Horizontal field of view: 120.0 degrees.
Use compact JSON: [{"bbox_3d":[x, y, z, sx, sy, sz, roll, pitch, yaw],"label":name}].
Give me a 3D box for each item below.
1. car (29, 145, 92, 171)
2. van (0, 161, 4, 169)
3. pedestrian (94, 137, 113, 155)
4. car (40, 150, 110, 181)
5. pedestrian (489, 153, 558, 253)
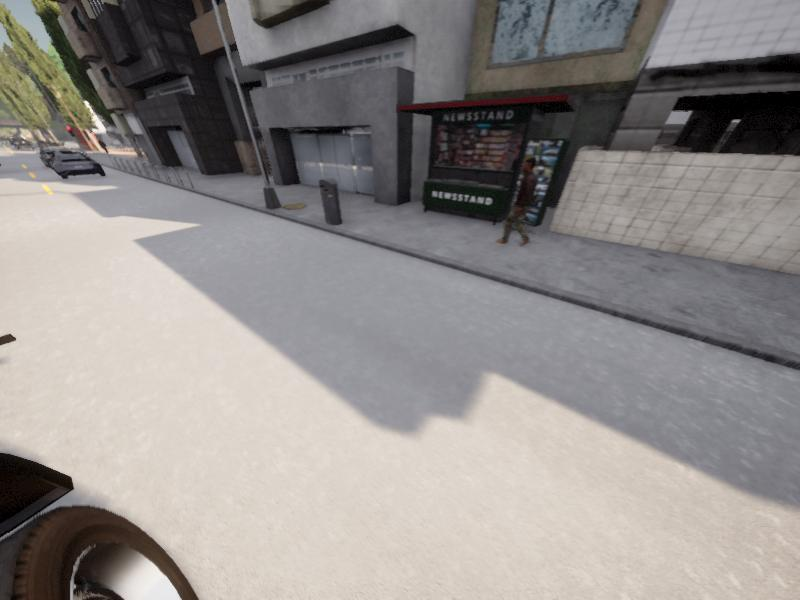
[{"bbox_3d":[-27.341,-11.480,18.584,4.514,1.525,2.007,22,41,28],"label":"car"},{"bbox_3d":[-34.596,-12.025,18.406,5.915,2.561,1.988,22,41,28],"label":"van"},{"bbox_3d":[-38.413,-19.927,29.933,0.751,1.860,0.751,26,43,32],"label":"pedestrian"},{"bbox_3d":[-21.364,-8.940,15.180,4.181,1.385,1.994,24,42,30],"label":"car"},{"bbox_3d":[2.673,-2.128,5.112,0.751,1.860,0.751,20,40,26],"label":"pedestrian"}]
